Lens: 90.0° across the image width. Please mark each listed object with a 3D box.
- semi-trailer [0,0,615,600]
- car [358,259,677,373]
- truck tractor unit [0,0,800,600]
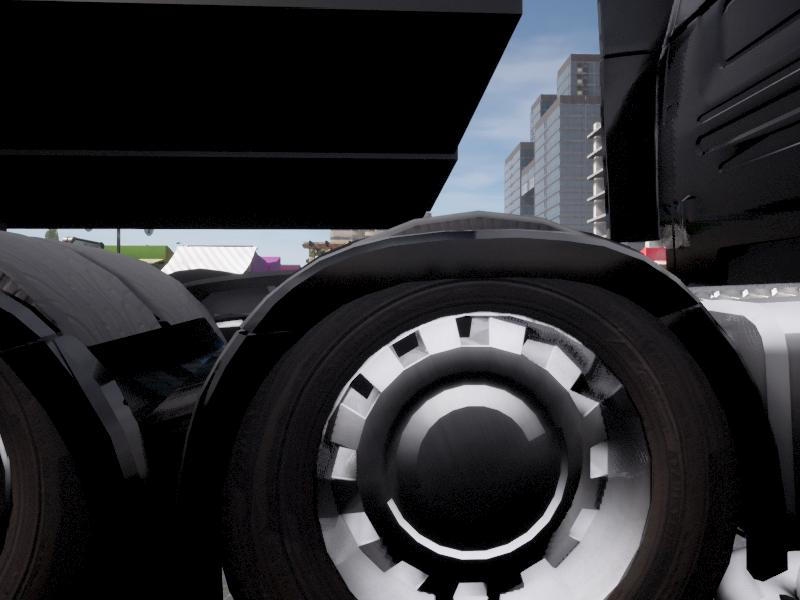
[{"bbox_3d":[-6.799,-1.218,1.762,14.254,4.402,2.717,0,0,-2],"label":"semi-trailer"},{"bbox_3d":[1.887,0.223,6.900,5.008,1.535,1.882,0,0,-13],"label":"car"},{"bbox_3d":[1.105,-1.116,2.103,6.516,4.208,3.053,0,0,-3],"label":"truck tractor unit"}]
